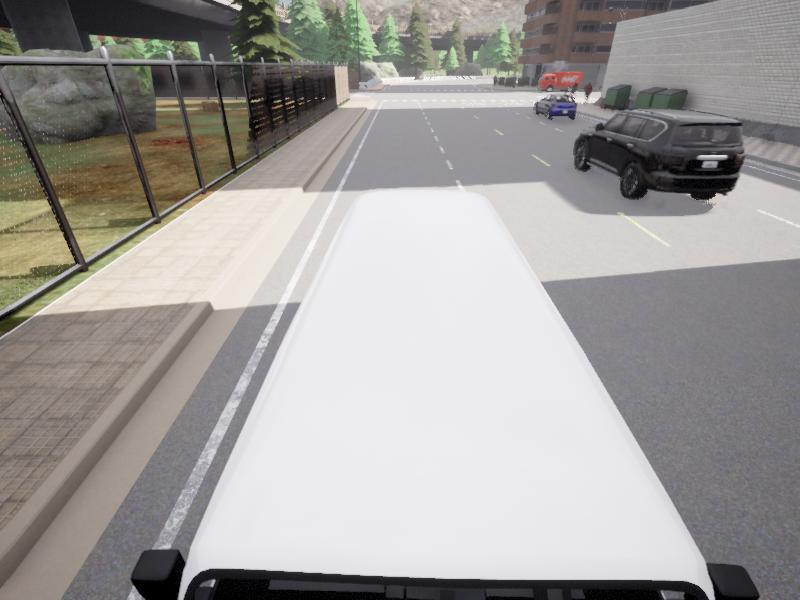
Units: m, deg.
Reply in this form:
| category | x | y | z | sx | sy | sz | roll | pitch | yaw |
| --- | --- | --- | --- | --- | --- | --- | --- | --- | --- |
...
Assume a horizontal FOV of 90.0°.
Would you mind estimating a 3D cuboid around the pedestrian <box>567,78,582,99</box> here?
| category | x | y | z | sx | sy | sz | roll | pitch | yaw |
| --- | --- | --- | --- | --- | --- | --- | --- | --- | --- |
| pedestrian | 17.809 | -21.548 | 40.842 | 0.751 | 1.860 | 0.751 | -3 | 30 | -5 |

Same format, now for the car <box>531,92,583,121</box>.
| category | x | y | z | sx | sy | sz | roll | pitch | yaw |
| --- | --- | --- | --- | --- | --- | --- | --- | --- | --- |
| car | 10.518 | -13.183 | 27.136 | 1.816 | 1.474 | 4.193 | 0 | 30 | 0 |

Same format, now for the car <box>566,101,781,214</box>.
| category | x | y | z | sx | sy | sz | roll | pitch | yaw |
| --- | --- | --- | --- | --- | --- | --- | --- | --- | --- |
| car | 7.028 | -4.346 | 11.434 | 2.150 | 2.045 | 5.566 | 0 | 30 | 0 |

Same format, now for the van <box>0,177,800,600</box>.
| category | x | y | z | sx | sy | sz | roll | pitch | yaw |
| --- | --- | --- | --- | --- | --- | --- | --- | --- | --- |
| van | 0.170 | 0.633 | 2.943 | 2.069 | 2.038 | 4.480 | 1 | 29 | 1 |

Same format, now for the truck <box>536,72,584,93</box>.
| category | x | y | z | sx | sy | sz | roll | pitch | yaw |
| --- | --- | --- | --- | --- | --- | --- | --- | --- | --- |
| truck | 21.539 | -29.468 | 54.150 | 5.204 | 2.467 | 2.627 | 0 | 30 | 0 |

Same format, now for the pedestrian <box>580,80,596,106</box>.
| category | x | y | z | sx | sy | sz | roll | pitch | yaw |
| --- | --- | --- | --- | --- | --- | --- | --- | --- | --- |
| pedestrian | 15.786 | -17.375 | 33.584 | 0.751 | 1.860 | 0.751 | 8 | 31 | 13 |
